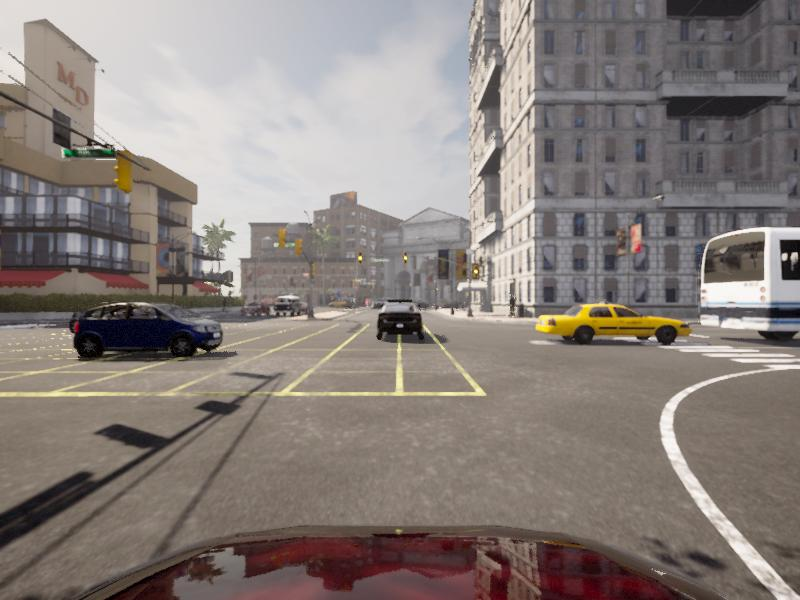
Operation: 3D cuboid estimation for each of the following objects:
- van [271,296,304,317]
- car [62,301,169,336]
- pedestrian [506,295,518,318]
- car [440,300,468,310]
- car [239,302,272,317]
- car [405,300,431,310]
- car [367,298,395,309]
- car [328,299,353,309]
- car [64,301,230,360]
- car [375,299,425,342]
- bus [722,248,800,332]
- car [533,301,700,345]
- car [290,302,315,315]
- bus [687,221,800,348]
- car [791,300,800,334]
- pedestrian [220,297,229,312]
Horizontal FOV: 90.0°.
[{"bbox_3d":[-11.489,0.618,41.127,2.069,2.038,4.480,0,0,0],"label":"van"},{"bbox_3d":[-13.101,0.835,18.590,3.705,1.549,1.789,0,0,0],"label":"car"},{"bbox_3d":[9.310,0.523,33.181,0.751,1.860,0.751,0,0,-7],"label":"pedestrian"},{"bbox_3d":[9.909,0.907,72.944,4.611,1.667,2.242,0,0,-9],"label":"car"},{"bbox_3d":[-14.995,0.917,41.741,1.812,1.442,4.674,0,0,0],"label":"car"},{"bbox_3d":[3.097,0.859,68.341,2.152,1.651,5.027,0,0,32],"label":"car"},{"bbox_3d":[-3.763,0.664,80.310,5.566,2.045,2.150,0,0,0],"label":"car"},{"bbox_3d":[-11.553,0.743,77.634,4.605,1.855,1.932,0,0,31],"label":"car"},{"bbox_3d":[-7.164,0.831,11.622,3.705,1.549,1.789,0,0,0],"label":"car"},{"bbox_3d":[0.001,0.792,18.040,1.930,1.638,5.238,0,0,0],"label":"car"},{"bbox_3d":[24.555,-0.508,22.170,10.273,4.253,3.944,0,0,0],"label":"bus"},{"bbox_3d":[8.069,0.819,15.329,5.366,1.575,1.801,0,0,3],"label":"car"},{"bbox_3d":[-11.494,0.924,47.596,1.812,1.442,4.674,0,0,0],"label":"car"},{"bbox_3d":[17.574,-0.516,15.381,10.273,4.253,3.944,0,0,0],"label":"bus"},{"bbox_3d":[21.270,0.810,18.779,3.988,1.617,1.851,0,0,0],"label":"car"},{"bbox_3d":[-22.007,0.542,50.220,0.751,1.860,0.751,0,0,9],"label":"pedestrian"}]
